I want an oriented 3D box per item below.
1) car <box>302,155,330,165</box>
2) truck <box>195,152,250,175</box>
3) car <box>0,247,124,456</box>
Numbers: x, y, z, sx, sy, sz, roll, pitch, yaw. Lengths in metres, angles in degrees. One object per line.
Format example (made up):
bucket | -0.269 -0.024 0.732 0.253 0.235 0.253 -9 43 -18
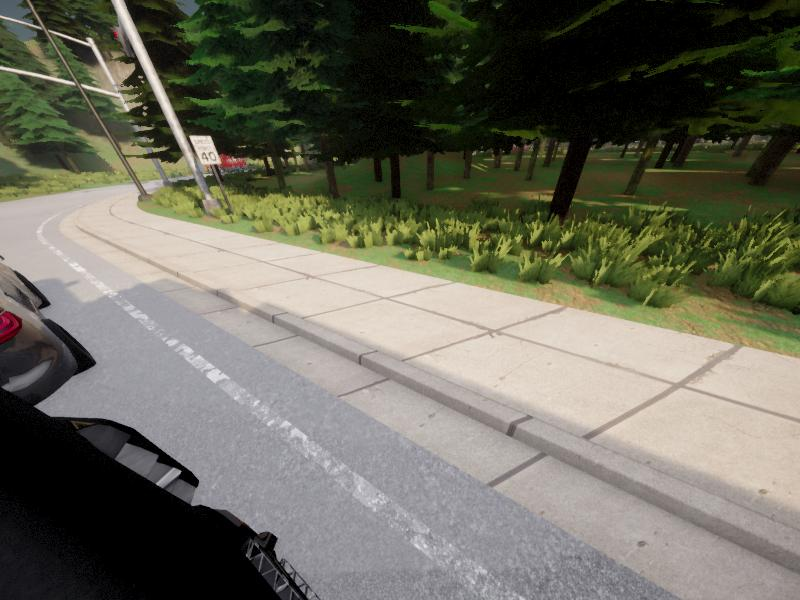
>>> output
car | -16.582 -27.675 45.560 1.812 1.442 4.674 27 44 37
truck | -25.372 -19.742 33.366 2.627 2.467 5.204 12 36 22
car | -5.788 0.289 2.439 4.611 1.667 2.242 16 38 26
